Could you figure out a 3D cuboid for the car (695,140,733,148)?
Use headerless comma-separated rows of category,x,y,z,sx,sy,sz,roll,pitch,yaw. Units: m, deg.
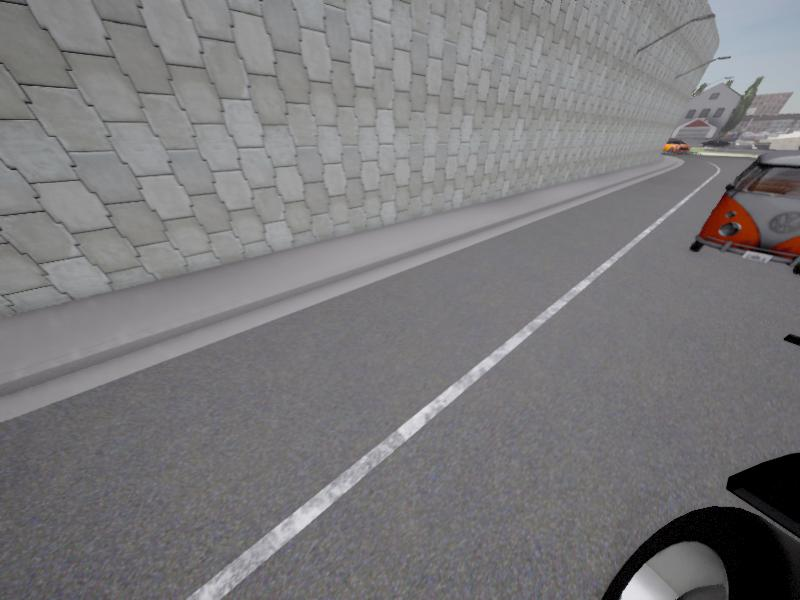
car,68.463,-34.109,50.445,4.892,1.490,1.837,3,35,5

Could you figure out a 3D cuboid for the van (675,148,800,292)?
van,8.336,-2.062,5.047,4.442,1.987,1.775,-24,42,-30

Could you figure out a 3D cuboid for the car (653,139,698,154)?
car,42.901,-24.052,36.143,2.097,1.767,4.553,7,36,10

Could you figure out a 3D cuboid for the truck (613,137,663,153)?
truck,40.003,-26.327,39.127,2.390,2.098,6.274,2,35,4
